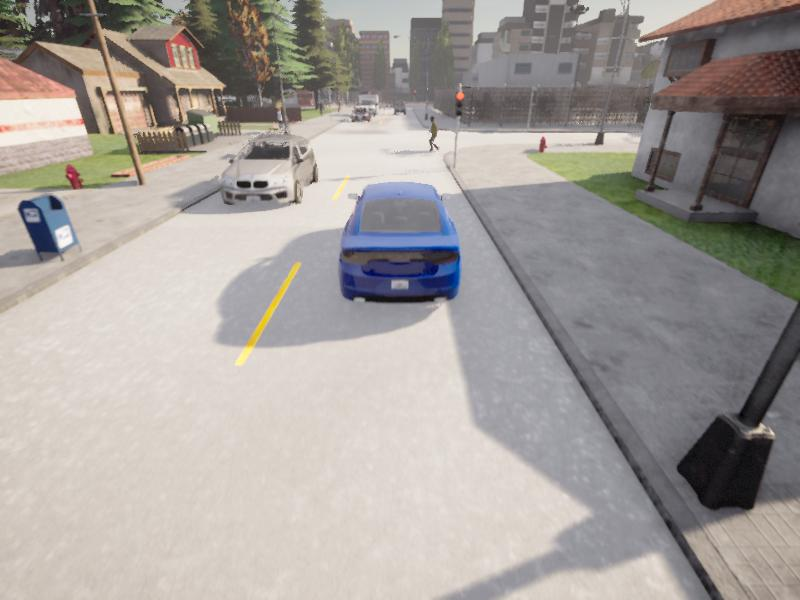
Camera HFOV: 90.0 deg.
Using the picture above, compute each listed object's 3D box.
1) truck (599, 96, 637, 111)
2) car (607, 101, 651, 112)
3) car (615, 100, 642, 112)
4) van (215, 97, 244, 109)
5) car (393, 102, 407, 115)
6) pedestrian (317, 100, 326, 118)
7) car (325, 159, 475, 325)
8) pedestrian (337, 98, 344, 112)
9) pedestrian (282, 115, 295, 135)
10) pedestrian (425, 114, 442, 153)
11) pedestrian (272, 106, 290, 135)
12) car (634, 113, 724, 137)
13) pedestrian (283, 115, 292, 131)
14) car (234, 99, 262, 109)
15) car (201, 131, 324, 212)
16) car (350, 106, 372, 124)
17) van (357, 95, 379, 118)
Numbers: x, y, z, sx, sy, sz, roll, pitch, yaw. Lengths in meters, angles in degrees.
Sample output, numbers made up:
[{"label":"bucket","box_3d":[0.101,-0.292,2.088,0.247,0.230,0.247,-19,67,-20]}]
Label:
[{"label":"truck","box_3d":[35.043,-31.667,64.422,4.478,2.038,2.069,0,28,0]},{"label":"car","box_3d":[34.878,-29.552,61.060,5.357,1.415,2.033,0,28,0]},{"label":"car","box_3d":[34.719,-29.510,60.825,1.789,1.547,3.705,0,28,0]},{"label":"van","box_3d":[-32.686,-37.823,76.851,4.480,2.038,2.069,0,28,0]},{"label":"car","box_3d":[0.002,-26.902,56.064,1.845,1.501,3.633,0,28,0]},{"label":"pedestrian","box_3d":[-9.158,-22.228,46.527,0.751,1.860,0.751,0,28,1]},{"label":"car","box_3d":[-0.001,-1.487,7.593,1.882,1.535,5.008,0,28,0]},{"label":"pedestrian","box_3d":[-8.759,-28.703,58.872,0.751,1.860,0.751,-13,30,-23]},{"label":"pedestrian","box_3d":[-7.999,-12.574,28.721,0.751,1.300,0.751,-8,29,-14]},{"label":"pedestrian","box_3d":[1.748,-8.815,21.163,0.751,1.860,0.751,-2,28,-3]},{"label":"pedestrian","box_3d":[-8.627,-13.027,28.982,0.751,1.860,0.751,4,28,8]},{"label":"car","box_3d":[20.413,-12.935,29.461,4.792,1.488,2.163,0,28,0]},{"label":"pedestrian","box_3d":[-8.958,-14.074,31.797,0.500,1.100,0.500,-1,28,-2]},{"label":"car","box_3d":[-30.617,-39.460,80.506,4.611,1.667,2.242,0,28,0]},{"label":"car","box_3d":[-4.003,-4.254,12.727,2.242,1.667,4.611,0,28,0]},{"label":"car","box_3d":[-3.999,-19.354,41.732,1.970,1.475,3.806,0,28,0]},{"label":"van","box_3d":[-4.003,-24.932,51.345,2.351,2.431,6.366,0,28,0]}]
